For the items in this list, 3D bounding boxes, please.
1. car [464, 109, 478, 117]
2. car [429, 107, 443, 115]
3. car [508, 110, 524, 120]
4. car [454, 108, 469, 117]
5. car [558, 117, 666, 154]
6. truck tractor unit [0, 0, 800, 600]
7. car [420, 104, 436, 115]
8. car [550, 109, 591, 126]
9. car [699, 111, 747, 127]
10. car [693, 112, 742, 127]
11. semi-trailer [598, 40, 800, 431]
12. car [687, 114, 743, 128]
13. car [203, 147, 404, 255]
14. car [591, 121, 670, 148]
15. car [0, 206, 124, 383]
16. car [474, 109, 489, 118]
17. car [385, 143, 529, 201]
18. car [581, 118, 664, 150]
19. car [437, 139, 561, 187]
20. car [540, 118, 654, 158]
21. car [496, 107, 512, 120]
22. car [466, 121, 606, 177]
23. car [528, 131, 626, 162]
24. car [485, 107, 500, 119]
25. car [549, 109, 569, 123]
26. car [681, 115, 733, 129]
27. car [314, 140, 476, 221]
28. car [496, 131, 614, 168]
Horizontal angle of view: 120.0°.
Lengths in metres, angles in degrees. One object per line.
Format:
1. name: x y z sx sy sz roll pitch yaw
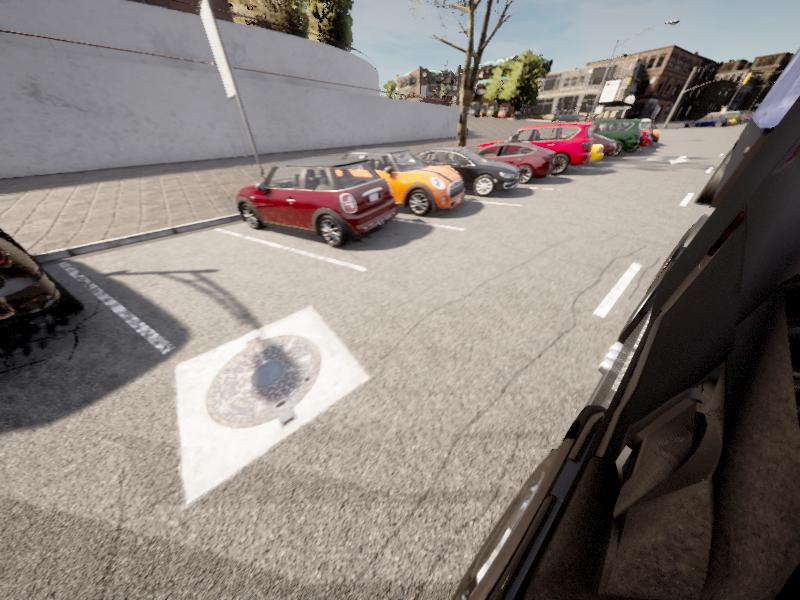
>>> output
1. car: 17.760 -46.597 57.619 2.002 1.452 4.674 23 43 21
2. car: 10.104 -52.900 64.639 1.946 1.575 5.366 22 42 21
3. car: 25.453 -40.414 50.622 2.231 1.521 4.892 22 42 22
4. car: 15.819 -48.144 59.354 2.002 1.452 4.674 22 43 21
5. car: 15.970 -12.753 18.031 5.566 2.045 2.435 17 40 26
6. truck tractor unit: 2.645 -0.295 0.351 6.516 4.208 3.053 -28 44 -30
7. car: 8.061 -54.517 66.058 2.435 2.045 5.566 22 42 20
8. car: 27.827 -29.919 37.846 1.932 1.855 4.605 -26 48 -31
9. car: 58.574 -32.969 42.045 4.442 1.987 1.878 21 42 30
10. car: 55.954 -31.847 40.885 4.553 1.767 2.185 21 42 30
11. semi-trailer: 8.677 -3.619 4.251 14.254 4.402 2.717 -28 44 -30
12. car: 53.641 -30.585 39.545 5.366 1.575 1.946 21 42 29
13. car: -2.438 -2.867 6.154 4.553 1.767 2.185 17 41 25
14. car: 20.632 -15.064 21.050 4.553 1.767 2.185 17 41 26
15. car: -7.090 -0.522 3.121 5.566 2.045 2.435 17 41 25
16. car: 19.778 -45.174 55.976 1.946 1.575 5.366 22 43 22
17. car: 2.131 -5.231 9.237 4.892 1.521 2.231 17 40 25
18. car: 18.368 -13.921 19.488 4.442 1.987 1.878 17 41 26
19. car: 4.404 -6.434 10.751 4.792 1.488 2.163 17 41 25
20. car: 13.602 -11.547 16.561 5.566 2.045 2.435 17 41 25
21. car: 23.494 -42.081 52.142 1.878 1.987 4.442 23 43 21
22. car: 6.690 -7.884 12.082 5.566 2.045 2.435 17 41 25
23. car: 11.335 -10.083 15.227 4.674 1.452 2.002 17 41 25
24. car: 21.565 -43.634 53.885 1.878 1.987 4.442 23 43 21
25. car: 31.252 -35.975 45.266 2.435 2.045 5.566 22 43 22
26. car: 50.940 -29.610 38.484 4.792 1.488 2.163 21 43 29
27. car: -0.194 -4.115 7.679 4.553 1.767 2.185 17 41 25
28. car: 8.866 -8.948 13.791 5.366 1.575 1.946 17 41 25
